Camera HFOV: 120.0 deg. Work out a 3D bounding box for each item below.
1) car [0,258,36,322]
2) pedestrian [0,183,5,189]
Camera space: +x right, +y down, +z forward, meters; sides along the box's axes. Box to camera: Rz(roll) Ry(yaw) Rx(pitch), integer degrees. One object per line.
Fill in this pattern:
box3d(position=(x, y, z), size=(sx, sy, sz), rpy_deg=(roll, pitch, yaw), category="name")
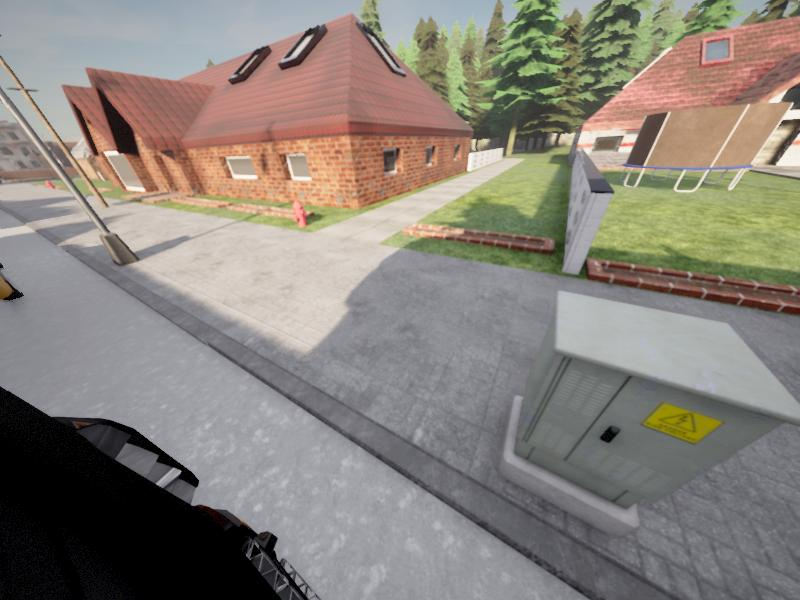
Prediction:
box3d(position=(-9.231, -0.602, 4.160), size=(5.008, 1.535, 1.882), rpy_deg=(16, 38, 26), category="car")
box3d(position=(-44.406, -13.045, 25.046), size=(0.751, 1.860, 0.751), rpy_deg=(19, 39, 29), category="pedestrian")
